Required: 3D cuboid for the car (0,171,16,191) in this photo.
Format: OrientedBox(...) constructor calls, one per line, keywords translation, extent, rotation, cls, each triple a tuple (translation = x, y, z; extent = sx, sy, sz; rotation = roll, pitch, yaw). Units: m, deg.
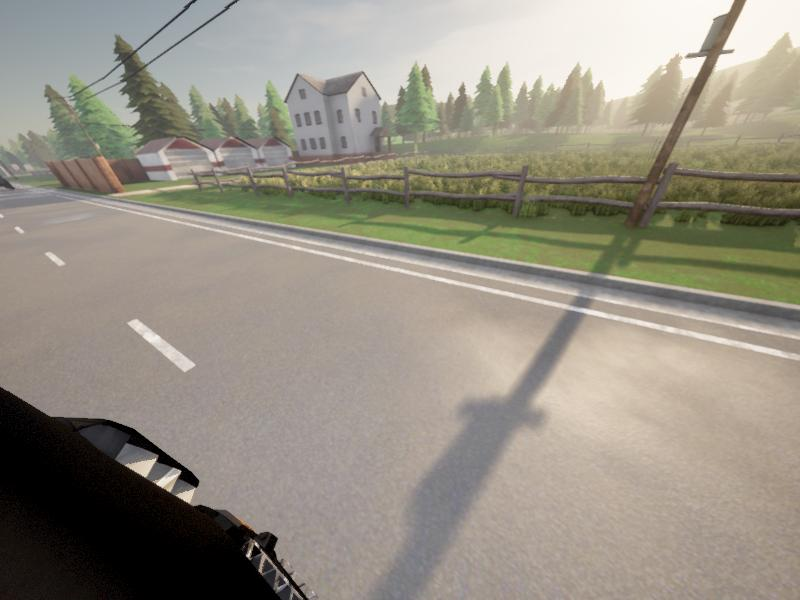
OrientedBox(translation=(-49.847, -14.465, 28.095), extent=(5.566, 2.045, 2.150), rotation=(16, 38, 26), cls="car")
